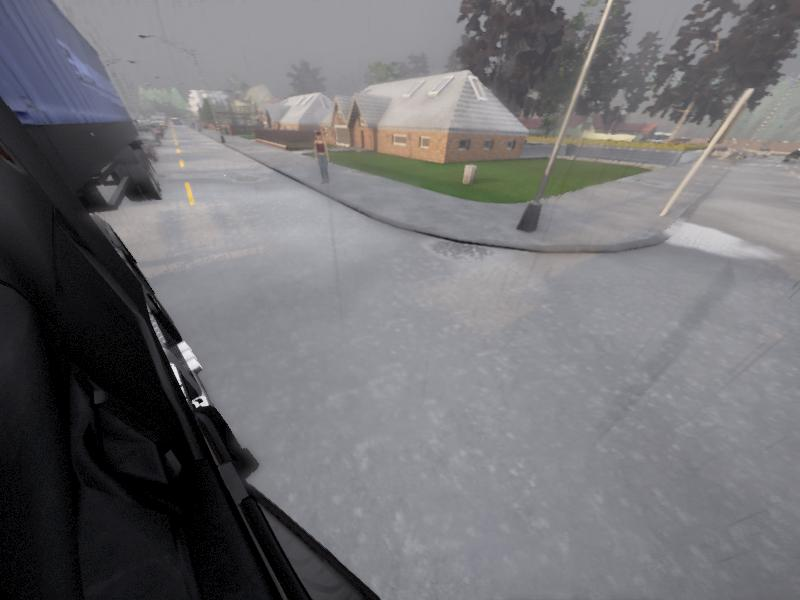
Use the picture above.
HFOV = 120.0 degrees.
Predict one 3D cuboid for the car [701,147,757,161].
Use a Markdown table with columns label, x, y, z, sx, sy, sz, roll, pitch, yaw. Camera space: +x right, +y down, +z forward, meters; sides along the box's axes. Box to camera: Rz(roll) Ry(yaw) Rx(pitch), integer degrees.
| label | x | y | z | sx | sy | sz | roll | pitch | yaw |
| --- | --- | --- | --- | --- | --- | --- | --- | --- | --- |
| car | 54.622 | -24.386 | 38.533 | 2.038 | 1.542 | 4.974 | -9 | 38 | -15 |

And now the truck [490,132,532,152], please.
| label | x | y | z | sx | sy | sz | roll | pitch | yaw |
| --- | --- | --- | --- | --- | --- | --- | --- | --- | --- |
| truck | 15.292 | -21.906 | 32.042 | 2.069 | 2.038 | 4.478 | -24 | 44 | -31 |

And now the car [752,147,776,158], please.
| label | x | y | z | sx | sy | sz | roll | pitch | yaw |
| --- | --- | --- | --- | --- | --- | --- | --- | --- | --- |
| car | 76.781 | -31.137 | 48.756 | 4.605 | 1.855 | 1.932 | -24 | 44 | -31 |

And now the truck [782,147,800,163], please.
| label | x | y | z | sx | sy | sz | roll | pitch | yaw |
| --- | --- | --- | --- | --- | --- | --- | --- | --- | --- |
| truck | 68.278 | -24.628 | 39.281 | 6.274 | 2.098 | 2.390 | -24 | 44 | -31 |

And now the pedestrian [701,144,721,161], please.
| label | x | y | z | sx | sy | sz | roll | pitch | yaw |
| --- | --- | --- | --- | --- | --- | --- | --- | --- | --- |
| pedestrian | 42.922 | -20.334 | 31.899 | 0.751 | 1.860 | 0.751 | -23 | 44 | -31 |

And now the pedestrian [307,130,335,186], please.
| label | x | y | z | sx | sy | sz | roll | pitch | yaw |
| --- | --- | --- | --- | --- | --- | --- | --- | --- | --- |
| pedestrian | -3.182 | -5.794 | 9.485 | 0.751 | 1.860 | 0.751 | -5 | 37 | -10 |

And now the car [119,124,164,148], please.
| label | x | y | z | sx | sy | sz | roll | pitch | yaw |
| --- | --- | --- | --- | --- | --- | --- | --- | --- | --- |
| car | -23.305 | -14.947 | 21.028 | 2.007 | 1.525 | 4.514 | -24 | 44 | -31 |

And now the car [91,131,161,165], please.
| label | x | y | z | sx | sy | sz | roll | pitch | yaw |
| --- | --- | --- | --- | --- | --- | --- | --- | --- | --- |
| car | -16.150 | -9.199 | 13.879 | 1.994 | 1.385 | 4.181 | -24 | 44 | -31 |

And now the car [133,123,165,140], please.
| label | x | y | z | sx | sy | sz | roll | pitch | yaw |
| --- | --- | --- | --- | --- | --- | --- | --- | --- | --- |
| car | -30.230 | -20.444 | 27.986 | 2.007 | 1.525 | 4.514 | -24 | 44 | -31 |

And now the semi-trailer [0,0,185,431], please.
| label | x | y | z | sx | sy | sz | roll | pitch | yaw |
| --- | --- | --- | --- | --- | --- | --- | --- | --- | --- |
| semi-trailer | -7.934 | -4.023 | 4.872 | 2.717 | 4.402 | 14.254 | -25 | 45 | -32 |

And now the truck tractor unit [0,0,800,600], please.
| label | x | y | z | sx | sy | sz | roll | pitch | yaw |
| --- | --- | --- | --- | --- | --- | --- | --- | --- | --- |
| truck tractor unit | -2.645 | -0.295 | 0.351 | 6.516 | 4.208 | 3.053 | 28 | 44 | 30 |
